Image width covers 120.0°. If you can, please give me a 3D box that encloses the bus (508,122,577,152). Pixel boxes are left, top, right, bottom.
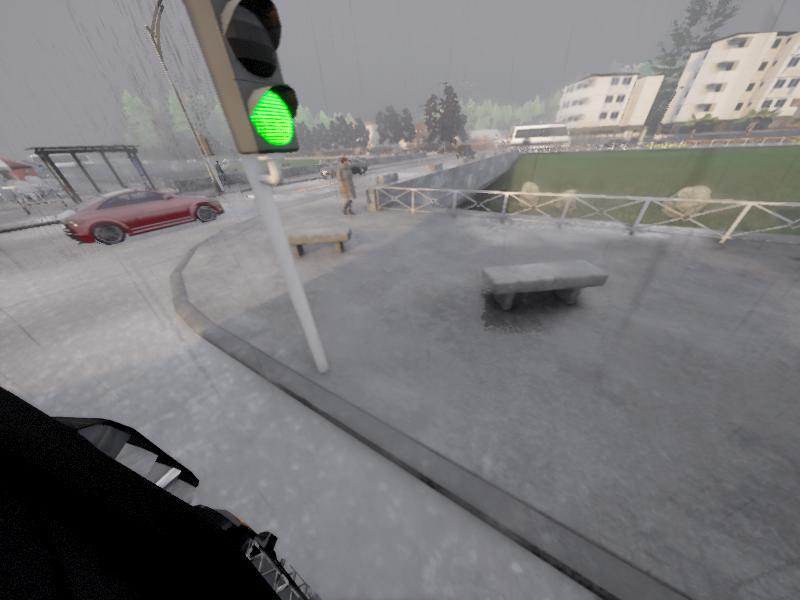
[{"bbox_3d":[27.367,-31.701,45.342,10.273,4.253,3.944,10,34,18],"label":"bus"}]

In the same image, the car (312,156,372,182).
[{"bbox_3d":[-4.876,-11.608,20.293,2.128,1.511,4.902,17,38,27],"label":"car"}]

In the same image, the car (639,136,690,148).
[{"bbox_3d":[45.301,-27.193,39.764,5.357,1.411,2.033,16,38,26],"label":"car"}]

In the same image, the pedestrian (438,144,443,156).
[{"bbox_3d":[8.054,-29.784,45.900,0.751,1.860,0.751,26,44,36],"label":"pedestrian"}]

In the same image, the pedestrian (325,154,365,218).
[{"bbox_3d":[-1.860,-3.948,8.047,0.751,1.860,0.751,15,38,25],"label":"pedestrian"}]

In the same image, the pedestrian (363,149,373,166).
[{"bbox_3d":[-4.142,-18.366,29.790,0.751,1.860,0.751,15,38,25],"label":"pedestrian"}]

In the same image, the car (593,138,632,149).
[{"bbox_3d":[39.177,-28.907,42.715,4.892,1.490,1.837,17,38,27],"label":"car"}]

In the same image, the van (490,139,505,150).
[{"bbox_3d":[28.644,-45.647,67.709,2.351,2.431,6.366,16,38,26],"label":"van"}]

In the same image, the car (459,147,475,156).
[{"bbox_3d":[13.565,-30.064,46.627,1.895,1.301,4.718,16,38,26],"label":"car"}]

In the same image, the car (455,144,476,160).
[{"bbox_3d":[9.833,-22.141,34.541,1.905,1.878,3.866,16,38,26],"label":"car"}]

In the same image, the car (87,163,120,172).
[{"bbox_3d":[-77.825,-34.912,60.708,2.033,1.649,4.856,16,38,26],"label":"car"}]

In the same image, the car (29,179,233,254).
[{"bbox_3d":[-8.882,-3.199,8.167,1.994,1.385,4.181,16,38,26],"label":"car"}]

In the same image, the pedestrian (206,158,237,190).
[{"bbox_3d":[-12.216,-8.614,15.846,0.751,1.860,0.751,12,36,21],"label":"pedestrian"}]

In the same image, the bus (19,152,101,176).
[{"bbox_3d":[-84.138,-34.051,57.563,3.944,4.253,10.273,16,38,26],"label":"bus"}]
